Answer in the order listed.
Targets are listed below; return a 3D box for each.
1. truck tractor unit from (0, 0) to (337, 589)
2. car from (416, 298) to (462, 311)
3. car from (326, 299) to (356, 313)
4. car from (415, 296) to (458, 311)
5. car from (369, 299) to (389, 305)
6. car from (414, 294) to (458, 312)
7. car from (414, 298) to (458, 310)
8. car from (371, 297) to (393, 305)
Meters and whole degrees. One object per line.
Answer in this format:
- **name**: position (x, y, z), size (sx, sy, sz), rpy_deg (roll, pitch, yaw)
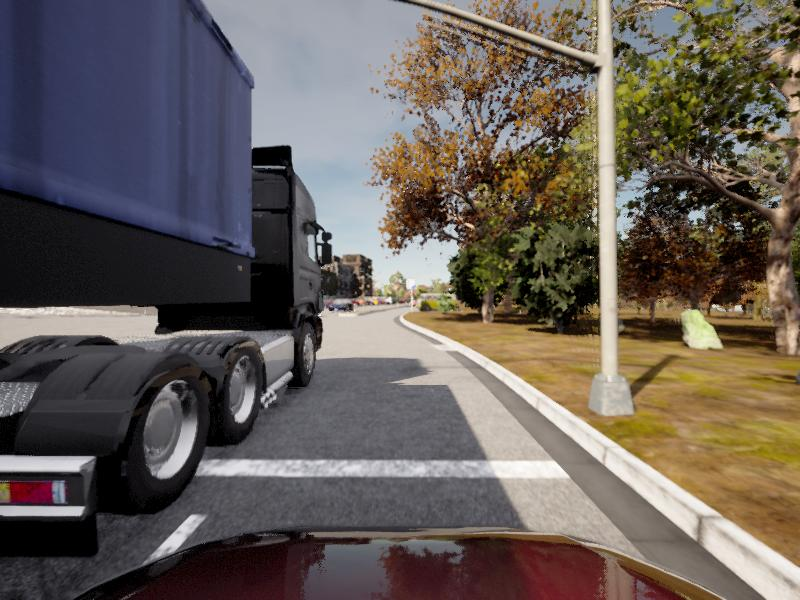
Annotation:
- **truck tractor unit**: position (-2.936, -0.517, 5.487), size (3.053, 4.208, 6.516), rpy_deg (0, 0, 1)
- **car**: position (4.790, 0.544, 49.834), size (5.366, 1.575, 1.946), rpy_deg (1, 0, -14)
- **car**: position (-6.476, 0.600, 44.535), size (2.163, 1.488, 4.792), rpy_deg (0, 0, 5)
- **car**: position (4.273, 0.423, 46.837), size (4.553, 1.767, 2.185), rpy_deg (1, 0, -14)
- **car**: position (-5.405, 0.534, 103.778), size (5.008, 1.535, 2.097), rpy_deg (-1, 0, -9)
- **car**: position (3.908, 0.327, 43.865), size (4.442, 1.987, 1.878), rpy_deg (1, 0, -14)
- **car**: position (4.754, 0.536, 52.685), size (5.366, 1.575, 1.946), rpy_deg (1, 0, -13)
- **car**: position (-4.870, 0.279, 106.721), size (5.566, 2.045, 2.435), rpy_deg (-1, 0, -9)
